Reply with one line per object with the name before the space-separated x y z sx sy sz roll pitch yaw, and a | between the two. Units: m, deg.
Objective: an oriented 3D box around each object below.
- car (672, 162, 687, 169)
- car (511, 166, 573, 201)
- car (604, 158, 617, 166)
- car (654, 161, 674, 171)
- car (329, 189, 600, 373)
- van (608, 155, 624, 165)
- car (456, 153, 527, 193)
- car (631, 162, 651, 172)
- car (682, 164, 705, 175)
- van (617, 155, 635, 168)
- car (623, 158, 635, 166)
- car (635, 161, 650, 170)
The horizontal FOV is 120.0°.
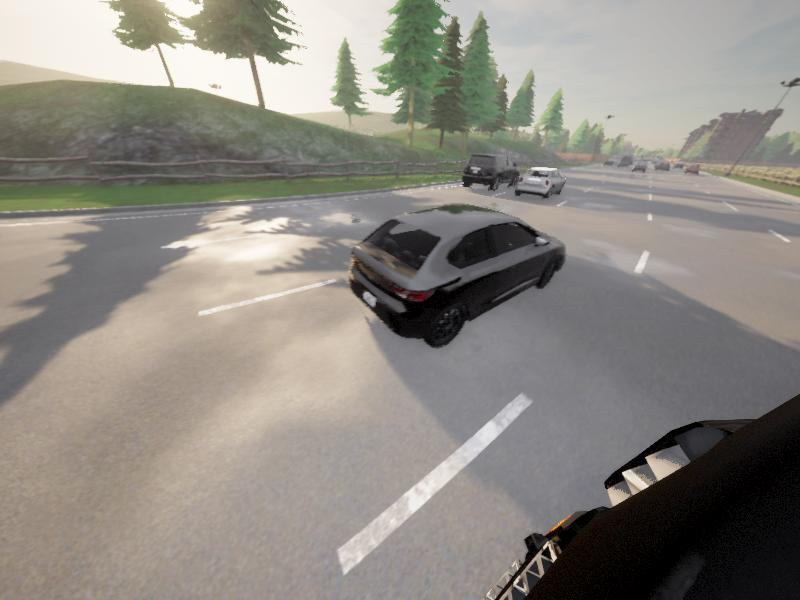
car | 73.588 -35.451 60.951 1.837 1.490 4.892 28 41 33
car | 8.706 -7.214 14.095 1.970 1.475 3.806 29 42 34
car | 58.513 -38.308 64.182 1.930 1.638 5.238 28 41 33
car | 58.939 -29.949 51.658 2.242 1.667 4.611 28 41 33
car | 1.257 -0.827 3.958 4.193 1.474 1.816 -21 40 -31
van | 68.777 -44.494 73.477 2.351 2.431 6.366 28 41 33
car | 6.455 -8.934 16.036 2.150 2.045 5.566 28 41 33
car | 45.933 -25.344 43.987 2.033 1.411 5.357 28 41 34
car | 52.828 -23.635 41.687 1.845 1.501 3.633 28 41 34
van | 56.983 -34.959 58.164 1.988 2.561 5.915 28 41 33
car | 68.947 -41.508 69.485 1.905 1.878 3.866 28 41 33
car | 54.466 -30.259 51.812 1.845 1.501 3.633 28 41 33
